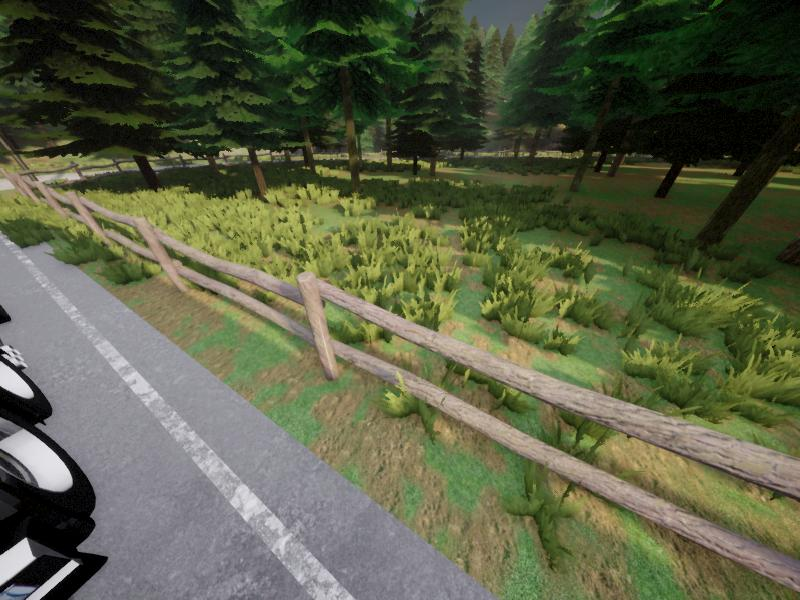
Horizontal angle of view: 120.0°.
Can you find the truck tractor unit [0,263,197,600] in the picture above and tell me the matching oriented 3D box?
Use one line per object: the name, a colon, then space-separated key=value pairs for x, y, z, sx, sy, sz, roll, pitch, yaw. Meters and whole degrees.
truck tractor unit: x=-5.109 y=-0.303 z=0.782 sx=6.516 sy=4.208 sz=3.053 roll=18 pitch=39 yaw=24
